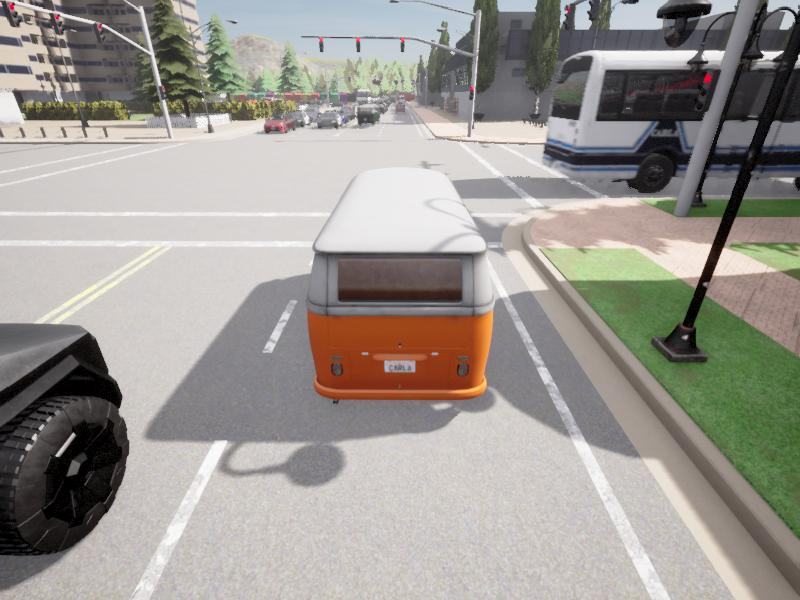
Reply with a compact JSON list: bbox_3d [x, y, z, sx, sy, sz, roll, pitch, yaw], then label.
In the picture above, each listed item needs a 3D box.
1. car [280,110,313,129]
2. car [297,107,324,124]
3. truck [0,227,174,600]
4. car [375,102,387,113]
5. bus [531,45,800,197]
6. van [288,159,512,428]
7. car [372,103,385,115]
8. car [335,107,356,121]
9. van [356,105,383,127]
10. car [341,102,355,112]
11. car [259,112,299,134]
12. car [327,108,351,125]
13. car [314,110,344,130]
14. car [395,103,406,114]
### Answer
[{"bbox_3d":[-10.481,-18.493,40.851,2.038,1.542,4.974,0,27,0],"label":"car"},{"bbox_3d":[-10.477,-21.735,47.039,2.033,1.649,4.856,0,28,0],"label":"car"},{"bbox_3d":[-3.498,1.799,0.806,2.390,2.098,6.274,0,27,0],"label":"truck"},{"bbox_3d":[-3.466,-35.315,73.405,2.033,1.649,4.856,0,27,0],"label":"car"},{"bbox_3d":[10.615,-6.219,14.034,10.273,4.253,3.944,0,27,0],"label":"bus"},{"bbox_3d":[0.011,-0.600,5.590,1.775,1.987,4.442,0,27,0],"label":"van"},{"bbox_3d":[-3.469,-31.665,66.321,1.930,1.638,5.238,0,27,0],"label":"car"},{"bbox_3d":[-6.976,-24.109,51.782,2.128,1.511,4.902,0,27,0],"label":"car"},{"bbox_3d":[-3.176,-19.584,42.472,1.775,1.987,4.442,4,27,8],"label":"van"},{"bbox_3d":[-10.462,-39.109,80.896,2.242,1.667,4.611,0,27,0],"label":"car"},{"bbox_3d":[-10.546,-15.638,35.308,2.007,1.525,4.514,1,27,2],"label":"car"},{"bbox_3d":[-6.978,-21.200,46.114,2.007,1.525,4.514,0,27,0],"label":"car"},{"bbox_3d":[-6.981,-18.005,39.904,2.038,1.542,4.974,0,27,0],"label":"car"},{"bbox_3d":[0.033,-32.913,68.822,1.789,1.549,3.705,0,27,0],"label":"car"}]
